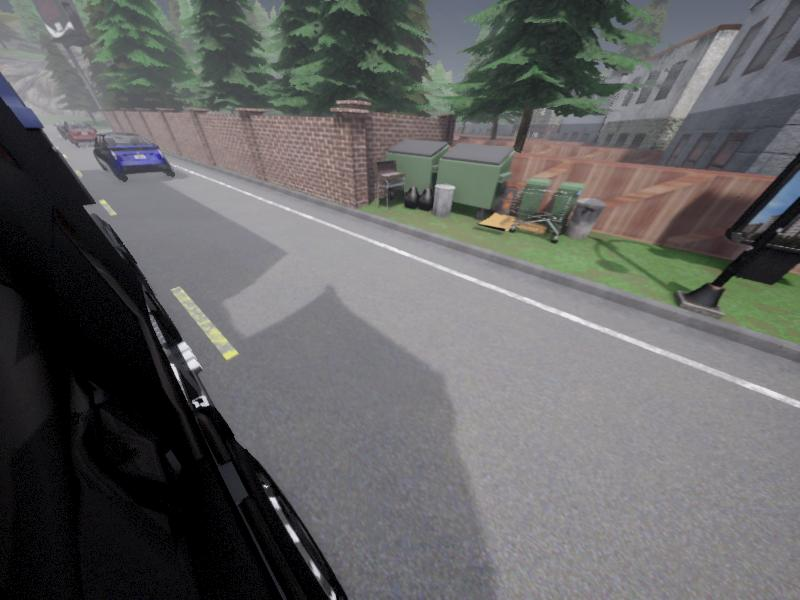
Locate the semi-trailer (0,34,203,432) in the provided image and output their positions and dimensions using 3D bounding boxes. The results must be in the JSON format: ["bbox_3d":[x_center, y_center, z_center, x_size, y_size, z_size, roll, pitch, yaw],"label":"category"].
[{"bbox_3d":[-8.771,-3.562,4.144,14.254,4.402,2.717,27,43,29],"label":"semi-trailer"}]

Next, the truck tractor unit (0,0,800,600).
[{"bbox_3d":[-2.645,-0.295,0.351,6.516,4.208,3.053,28,44,30],"label":"truck tractor unit"}]

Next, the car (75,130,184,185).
[{"bbox_3d":[-11.787,-6.350,10.066,4.514,1.525,2.007,27,43,29],"label":"car"}]

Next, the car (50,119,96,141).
[{"bbox_3d":[-31.140,-16.192,21.977,4.674,1.442,1.812,27,43,29],"label":"car"}]

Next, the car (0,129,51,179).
[{"bbox_3d":[-16.877,-6.182,9.641,4.181,1.385,1.994,27,43,28],"label":"car"}]

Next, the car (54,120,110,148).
[{"bbox_3d":[-24.939,-13.073,18.138,3.705,1.549,1.789,27,43,29],"label":"car"}]
